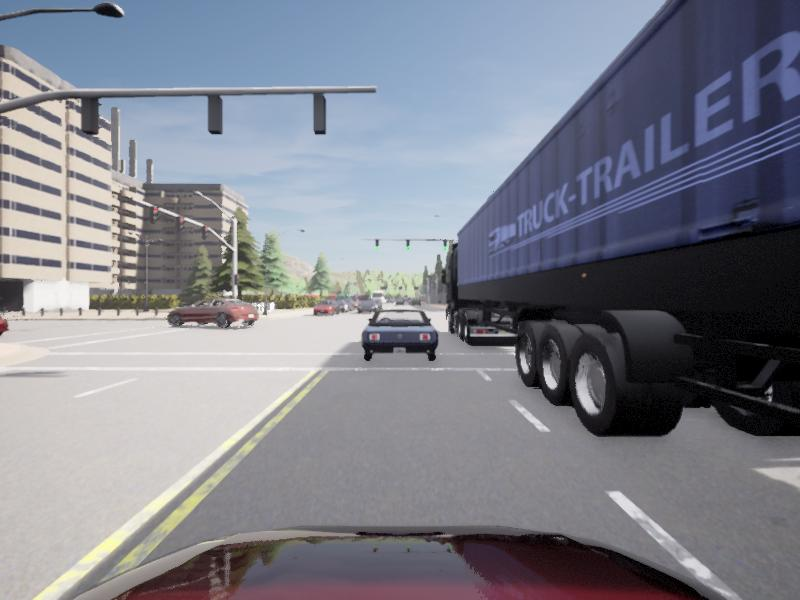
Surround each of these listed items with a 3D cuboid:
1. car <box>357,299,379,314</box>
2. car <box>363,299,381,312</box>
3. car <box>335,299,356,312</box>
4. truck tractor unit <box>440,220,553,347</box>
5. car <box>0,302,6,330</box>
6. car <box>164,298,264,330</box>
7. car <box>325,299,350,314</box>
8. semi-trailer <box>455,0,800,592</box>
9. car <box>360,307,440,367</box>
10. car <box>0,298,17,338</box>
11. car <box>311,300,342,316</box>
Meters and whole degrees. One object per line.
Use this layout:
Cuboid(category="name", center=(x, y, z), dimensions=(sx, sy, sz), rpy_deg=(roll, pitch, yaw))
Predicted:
Cuboid(category="car", center=(-3.512, 0.705, 44.160), dimensions=(2.038, 1.542, 4.974), rpy_deg=(0, 0, 0))
Cuboid(category="car", center=(-3.513, 0.688, 51.143), dimensions=(2.007, 1.525, 4.514), rpy_deg=(0, 0, 0))
Cuboid(category="car", center=(-7.013, 0.634, 52.180), dimensions=(2.033, 1.649, 4.856), rpy_deg=(0, 0, 0))
Cuboid(category="truck tractor unit", center=(3.503, -0.565, 16.474), dimensions=(3.053, 4.208, 6.516), rpy_deg=(0, 0, 0))
Cuboid(category="car", center=(-22.504, 0.816, 19.577), dimensions=(4.674, 1.442, 1.812), rpy_deg=(0, 0, 0))
Cuboid(category="car", center=(-10.479, 0.718, 22.566), dimensions=(5.027, 1.651, 2.152), rpy_deg=(0, 0, 18))
Cuboid(category="car", center=(-7.012, 0.702, 45.223), dimensions=(2.038, 1.542, 4.974), rpy_deg=(0, 0, 0))
Cuboid(category="semi-trailer", center=(3.506, -0.643, 8.558), dimensions=(2.717, 4.402, 14.254), rpy_deg=(0, 0, 0))
Cuboid(category="car", center=(-0.004, 0.911, 11.773), dimensions=(1.895, 1.301, 4.718), rpy_deg=(0, 0, 0))
Cuboid(category="car", center=(-18.179, 0.744, 16.014), dimensions=(3.988, 1.617, 1.851), rpy_deg=(0, 0, 2))
Cuboid(category="car", center=(-7.074, 0.721, 38.988), dimensions=(2.007, 1.525, 4.514), rpy_deg=(0, 0, 2))
